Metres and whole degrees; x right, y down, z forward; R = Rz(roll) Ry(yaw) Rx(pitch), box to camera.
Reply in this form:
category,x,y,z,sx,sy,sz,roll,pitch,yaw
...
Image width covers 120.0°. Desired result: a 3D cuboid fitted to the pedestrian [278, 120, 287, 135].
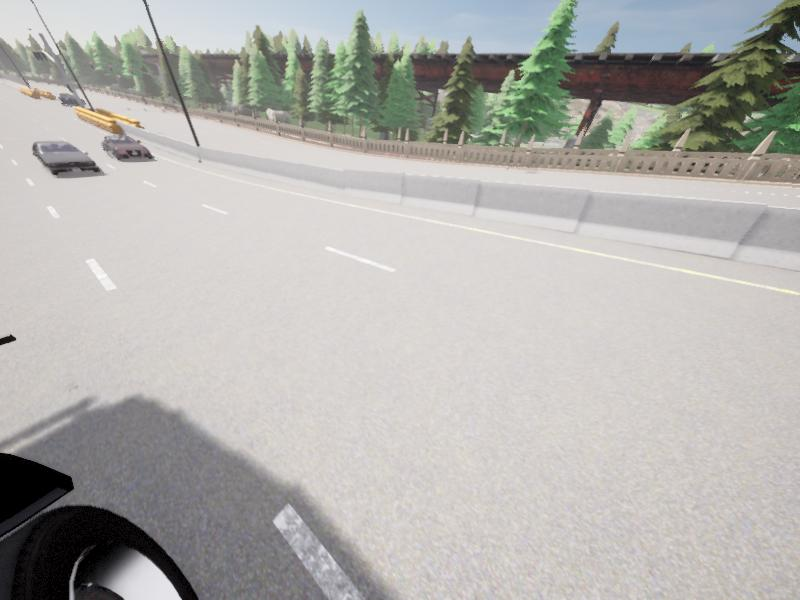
category,x,y,z,sx,sy,sz,roll,pitch,yaw
pedestrian,-19.130,-28.017,37.581,0.751,1.860,0.751,28,43,24

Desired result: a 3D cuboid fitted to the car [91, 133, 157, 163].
category,x,y,z,sx,sy,sz,roll,pitch,yaw
car,-20.676,-11.463,17.340,4.181,1.385,1.994,26,42,25

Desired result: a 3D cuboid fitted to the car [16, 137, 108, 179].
category,x,y,z,sx,sy,sz,roll,pitch,yaw
car,-19.570,-8.329,13.370,5.357,1.411,2.033,25,42,25

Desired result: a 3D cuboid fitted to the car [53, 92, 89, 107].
category,x,y,z,sx,sy,sz,roll,pitch,yaw
car,-60.119,-36.882,42.392,2.097,1.767,4.553,-15,44,-25
